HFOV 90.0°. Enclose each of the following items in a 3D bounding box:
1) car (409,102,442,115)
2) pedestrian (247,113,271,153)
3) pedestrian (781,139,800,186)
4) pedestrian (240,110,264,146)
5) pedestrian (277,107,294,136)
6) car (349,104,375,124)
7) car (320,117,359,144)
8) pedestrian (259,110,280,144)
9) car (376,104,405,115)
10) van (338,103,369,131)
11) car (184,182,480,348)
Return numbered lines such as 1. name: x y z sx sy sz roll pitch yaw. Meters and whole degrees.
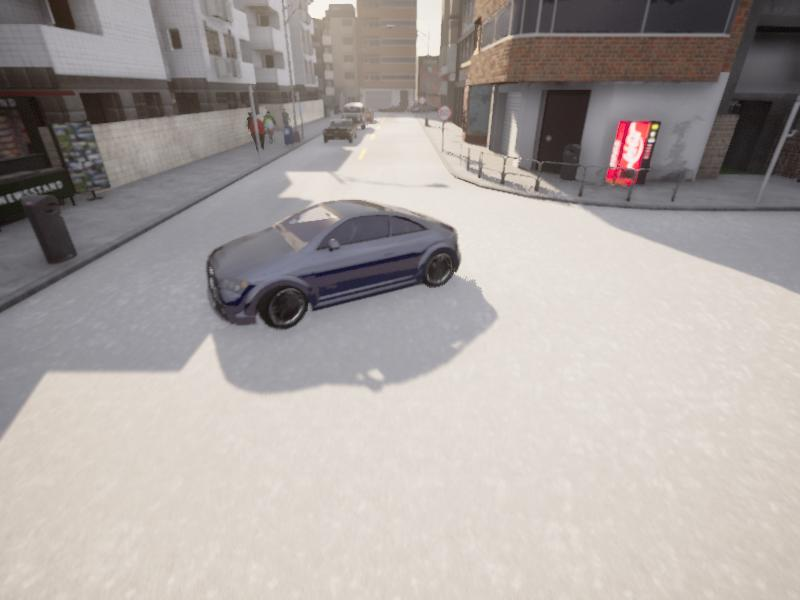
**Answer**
1. car: 3.992 -29.980 62.572 4.856 1.649 2.033 -16 32 -28
2. pedestrian: -7.302 -8.666 20.732 0.751 1.860 0.751 -2 28 -4
3. pedestrian: 14.050 -4.896 13.574 0.751 1.860 0.751 0 28 0
4. pedestrian: -8.579 -9.979 23.242 0.751 1.860 0.751 3 28 6
5. pedestrian: -8.126 -12.660 28.377 0.751 1.860 0.751 3 28 5
6. car: -3.950 -19.729 42.411 2.242 1.667 4.611 0 28 0
7. car: -3.979 -11.486 27.032 1.895 1.301 4.718 0 28 0
8. pedestrian: -7.843 -10.449 24.144 0.751 1.860 0.751 2 28 4
9. car: -1.401 -30.158 63.261 1.895 1.301 4.718 23 35 36
10. van: -3.971 -15.994 34.866 2.069 2.038 4.480 0 27 0
11. car: -1.015 -0.869 6.633 4.181 1.385 1.994 -15 31 -26
